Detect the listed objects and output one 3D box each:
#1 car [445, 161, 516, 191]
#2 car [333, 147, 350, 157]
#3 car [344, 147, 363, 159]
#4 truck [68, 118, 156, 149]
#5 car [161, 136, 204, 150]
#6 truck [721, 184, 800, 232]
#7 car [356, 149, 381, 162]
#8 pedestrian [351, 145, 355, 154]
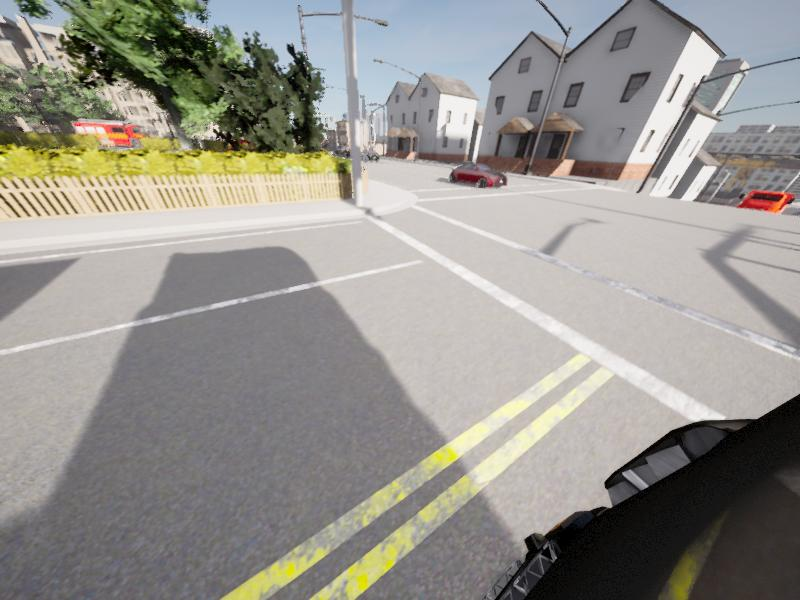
[{"bbox_3d":[5.495,-8.814,16.290,1.994,1.385,4.181,-19,39,-29],"label":"car"},{"bbox_3d":[-11.535,-29.141,45.520,1.812,1.442,4.674,-16,38,-26],"label":"car"},{"bbox_3d":[-8.238,-25.954,40.822,1.851,1.617,3.988,-16,38,-26],"label":"car"},{"bbox_3d":[-49.745,-29.007,40.482,8.468,3.827,2.891,-15,38,-24],"label":"truck"},{"bbox_3d":[-41.910,-30.425,44.764,5.566,2.045,2.150,-16,38,-25],"label":"car"},{"bbox_3d":[29.645,-7.476,19.071,5.204,2.467,2.627,-4,31,-34],"label":"truck"},{"bbox_3d":[-4.981,-22.698,36.236,2.038,1.542,4.974,-16,38,-26],"label":"car"},{"bbox_3d":[-12.269,-39.541,60.793,0.751,1.860,0.751,-16,38,-25],"label":"pedestrian"}]
